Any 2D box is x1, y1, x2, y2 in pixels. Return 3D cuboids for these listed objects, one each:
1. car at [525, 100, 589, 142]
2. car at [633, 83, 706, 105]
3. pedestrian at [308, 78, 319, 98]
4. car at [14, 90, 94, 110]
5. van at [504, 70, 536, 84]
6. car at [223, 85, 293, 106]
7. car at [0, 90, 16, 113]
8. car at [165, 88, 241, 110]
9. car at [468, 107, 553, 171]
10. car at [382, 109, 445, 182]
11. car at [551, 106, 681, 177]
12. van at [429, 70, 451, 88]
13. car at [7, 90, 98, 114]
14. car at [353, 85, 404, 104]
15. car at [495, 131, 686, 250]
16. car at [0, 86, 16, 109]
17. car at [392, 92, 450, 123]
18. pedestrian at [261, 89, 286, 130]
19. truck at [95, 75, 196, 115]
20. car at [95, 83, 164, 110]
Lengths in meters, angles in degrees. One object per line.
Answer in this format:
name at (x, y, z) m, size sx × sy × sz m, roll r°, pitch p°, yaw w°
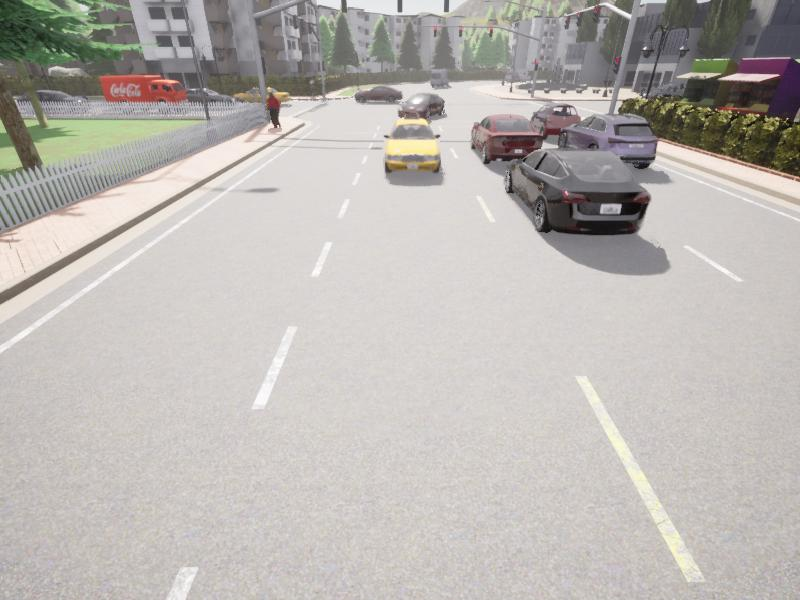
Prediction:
car at (7.579, -8.889, 19.719) m, size 1.845 × 1.501 × 3.633 m, roll 2°, pitch 30°, yaw 3°
car at (25.140, -19.309, 37.462) m, size 5.027 × 1.651 × 2.152 m, roll 1°, pitch 30°, yaw 2°
pedestrian at (-9.106, -22.251, 41.940) m, size 0.751 × 1.860 × 0.751 m, roll 3°, pitch 30°, yaw 6°
car at (-28.544, -16.581, 33.147) m, size 4.718 × 1.301 × 1.895 m, roll 1°, pitch 30°, yaw 2°
van at (25.094, -46.605, 83.400) m, size 6.366 × 2.431 × 2.351 m, roll -18°, pitch 35°, yaw -27°
car at (-12.544, -18.188, 35.606) m, size 5.366 × 1.575 × 1.801 m, roll 1°, pitch 30°, yaw 2°
car at (-32.491, -14.969, 30.193) m, size 4.892 × 1.490 × 1.837 m, roll 1°, pitch 30°, yaw 2°
car at (-16.000, -16.453, 32.706) m, size 4.902 × 1.511 × 2.128 m, roll 1°, pitch 30°, yaw 2°
car at (3.926, -6.274, 15.235) m, size 1.882 × 1.535 × 5.008 m, roll 0°, pitch 30°, yaw 0°
car at (0.410, -5.623, 14.079) m, size 1.801 × 1.575 × 5.366 m, roll 0°, pitch 30°, yaw 1°
car at (7.418, -5.895, 14.496) m, size 2.033 × 1.649 × 4.856 m, roll 0°, pitch 30°, yaw 1°
van at (6.674, -36.762, 66.410) m, size 1.988 × 2.561 × 5.915 m, roll 10°, pitch 32°, yaw 16°
car at (-25.934, -14.854, 29.991) m, size 4.892 × 1.490 × 1.837 m, roll 1°, pitch 30°, yaw 2°
car at (-2.020, -19.706, 38.335) m, size 4.674 × 1.442 × 1.812 m, roll 1°, pitch 30°, yaw 2°
car at (3.868, -2.802, 9.345) m, size 2.163 × 1.488 × 4.792 m, roll 0°, pitch 30°, yaw 0°
car at (-35.752, -16.848, 33.286) m, size 5.027 × 1.651 × 2.152 m, roll 1°, pitch 30°, yaw 2°
car at (1.475, -12.993, 26.799) m, size 2.163 × 1.488 × 4.792 m, roll 13°, pitch 33°, yaw 21°
pedestrian at (-6.559, -9.900, 20.785) m, size 0.751 × 1.860 × 0.751 m, roll 4°, pitch 30°, yaw 6°
truck at (-18.582, -15.147, 29.520) m, size 5.204 × 2.467 × 2.627 m, roll 1°, pitch 30°, yaw 2°
car at (-22.071, -16.722, 32.795) m, size 3.866 × 1.878 × 1.905 m, roll 1°, pitch 30°, yaw 2°
